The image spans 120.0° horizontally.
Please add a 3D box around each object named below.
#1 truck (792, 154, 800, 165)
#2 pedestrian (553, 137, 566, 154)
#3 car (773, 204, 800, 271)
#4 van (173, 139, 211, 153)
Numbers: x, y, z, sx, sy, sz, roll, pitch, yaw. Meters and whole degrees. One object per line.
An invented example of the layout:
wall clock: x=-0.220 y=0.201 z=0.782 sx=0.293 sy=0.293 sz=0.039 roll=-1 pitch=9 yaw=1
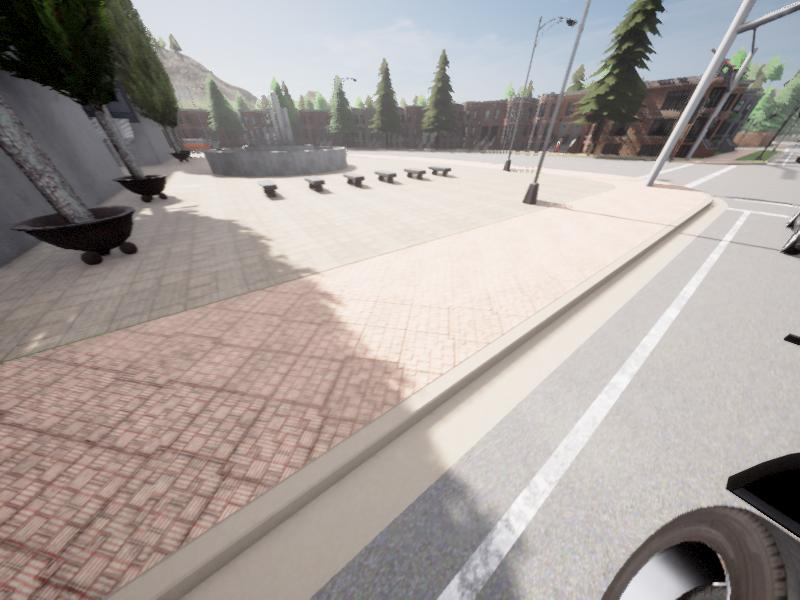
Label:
truck: x=38.405 y=-13.531 z=20.547 sx=5.204 sy=2.467 sz=2.627 roll=-22 pitch=41 yaw=-28
pedestrian: x=21.396 y=-20.690 z=31.009 sx=0.751 sy=1.860 sz=0.751 roll=-28 pitch=44 yaw=-33
car: x=10.597 y=-1.844 z=4.992 sx=5.238 sy=1.638 sz=1.930 roll=-22 pitch=41 yaw=-28
van: x=-37.815 y=-28.160 z=42.180 sx=4.442 sy=1.987 sz=1.775 roll=-9 pitch=36 yaw=-12
